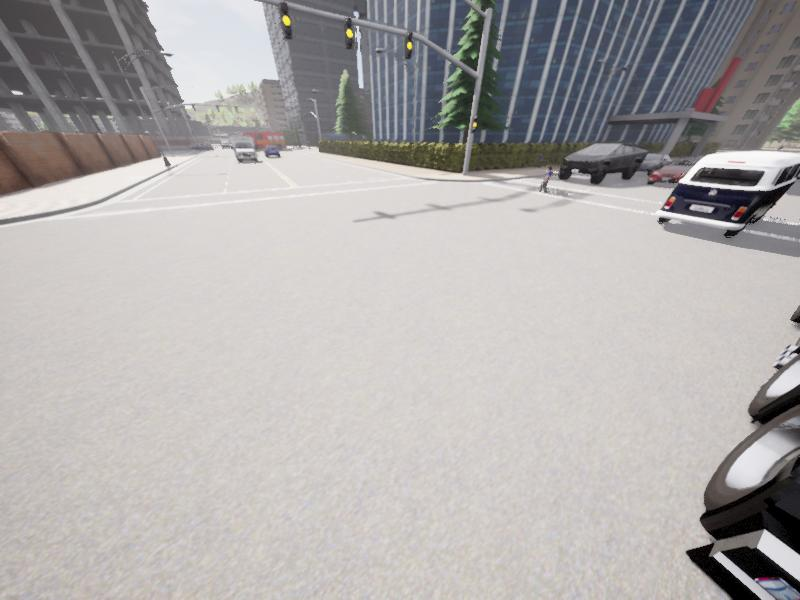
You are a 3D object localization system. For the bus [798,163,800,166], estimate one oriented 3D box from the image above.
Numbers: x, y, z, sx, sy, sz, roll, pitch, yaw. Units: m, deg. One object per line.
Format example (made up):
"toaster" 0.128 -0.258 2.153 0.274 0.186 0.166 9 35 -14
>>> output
"bus" 51.417 -17.800 26.183 10.273 4.253 3.944 -18 39 -24

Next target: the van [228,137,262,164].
"van" -18.093 -17.526 26.932 2.351 2.431 6.366 -18 39 -24

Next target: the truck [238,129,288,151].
"truck" -29.903 -35.089 50.810 8.468 3.827 2.891 -19 39 -25

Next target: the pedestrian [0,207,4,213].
"pedestrian" -13.729 -3.518 7.007 0.751 1.860 0.751 -23 41 -29

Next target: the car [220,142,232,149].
"car" -46.433 -41.209 61.579 2.033 1.411 5.357 -18 39 -24

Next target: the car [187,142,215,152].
"car" -42.000 -32.368 48.825 3.988 1.617 1.851 -19 39 -25

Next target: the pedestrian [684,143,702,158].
"pedestrian" 43.218 -22.099 34.062 0.751 1.860 0.751 -19 39 -25

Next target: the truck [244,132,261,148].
"truck" -43.770 -47.564 68.600 2.891 3.827 8.468 -18 39 -24

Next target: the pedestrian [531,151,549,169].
"pedestrian" 12.182 -12.203 20.112 0.751 1.300 0.751 -18 39 -24

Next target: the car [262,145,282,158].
"car" -18.918 -21.967 34.085 2.007 1.525 4.514 -17 38 -23

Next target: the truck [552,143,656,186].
"truck" 13.467 -9.098 15.278 6.274 2.098 2.390 -18 39 -24

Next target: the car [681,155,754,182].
"car" 22.830 -9.545 16.630 4.181 1.385 1.994 -19 39 -25

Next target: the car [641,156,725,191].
"car" 16.770 -7.608 13.711 4.193 1.474 1.816 -18 39 -24

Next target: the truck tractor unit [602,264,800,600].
"truck tractor unit" 5.109 -0.303 0.780 6.516 4.208 3.053 -18 39 -24

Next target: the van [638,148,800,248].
"van" 10.264 -3.394 7.156 4.480 2.038 2.069 -19 39 -24

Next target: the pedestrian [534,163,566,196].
"pedestrian" 7.399 -5.979 11.445 0.751 1.300 0.751 -29 44 -35

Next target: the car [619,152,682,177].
"car" 20.277 -11.048 18.701 4.674 1.442 1.812 -18 39 -24

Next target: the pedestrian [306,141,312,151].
"pedestrian" -21.063 -35.727 53.476 0.751 1.860 0.751 -10 36 -15
